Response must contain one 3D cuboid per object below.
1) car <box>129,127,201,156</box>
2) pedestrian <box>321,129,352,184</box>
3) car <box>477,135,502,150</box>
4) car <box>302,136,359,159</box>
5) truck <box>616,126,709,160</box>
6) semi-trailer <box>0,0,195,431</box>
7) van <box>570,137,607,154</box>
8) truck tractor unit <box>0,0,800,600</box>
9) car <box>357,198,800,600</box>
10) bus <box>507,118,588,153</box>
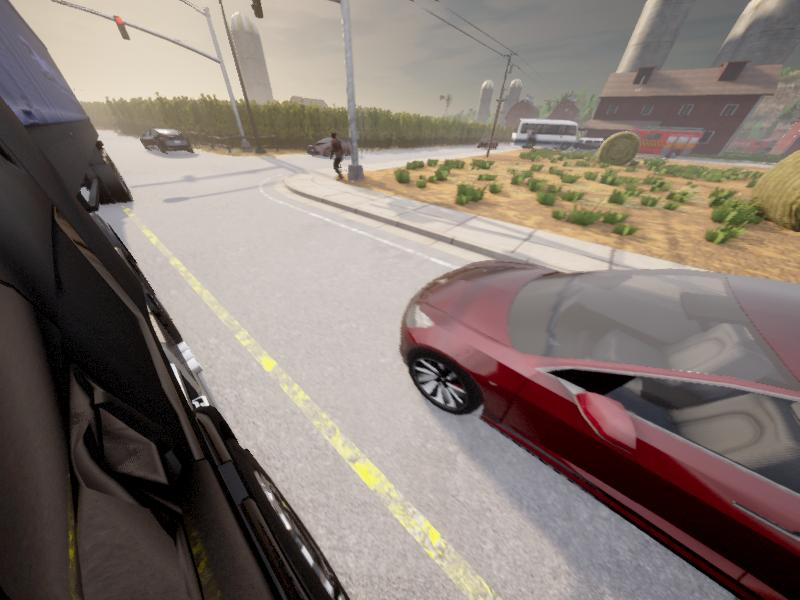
[{"bbox_3d":[-17.915,-12.160,17.617,4.792,1.488,2.163,23,41,25],"label":"car"},{"bbox_3d":[-2.608,-5.977,9.656,0.751,1.860,0.751,24,42,26],"label":"pedestrian"},{"bbox_3d":[14.389,-25.373,37.178,2.097,1.767,4.553,25,42,27],"label":"car"},{"bbox_3d":[-5.779,-13.010,19.644,1.994,1.385,4.181,26,42,27],"label":"car"},{"bbox_3d":[40.010,-24.464,35.889,8.468,3.827,2.891,25,42,26],"label":"truck"},{"bbox_3d":[-8.366,-3.797,4.550,14.254,4.402,2.717,32,46,33],"label":"semi-trailer"},{"bbox_3d":[32.855,-27.005,40.321,4.480,2.038,2.069,25,42,27],"label":"van"},{"bbox_3d":[-2.645,-0.295,0.351,6.516,4.208,3.053,28,44,30],"label":"truck tractor unit"},{"bbox_3d":[2.192,0.672,1.668,4.792,1.488,2.163,27,43,29],"label":"car"},{"bbox_3d":[25.131,-28.707,40.254,10.273,4.253,3.944,6,38,5],"label":"bus"}]
